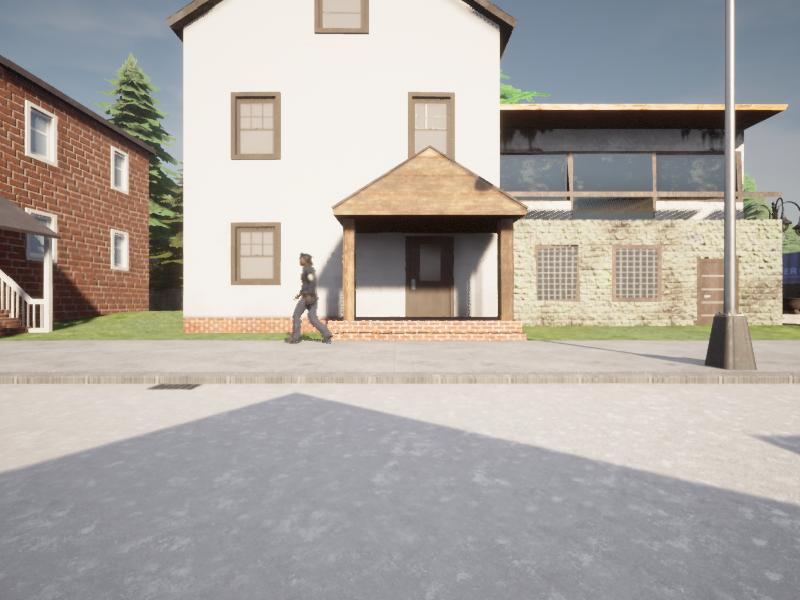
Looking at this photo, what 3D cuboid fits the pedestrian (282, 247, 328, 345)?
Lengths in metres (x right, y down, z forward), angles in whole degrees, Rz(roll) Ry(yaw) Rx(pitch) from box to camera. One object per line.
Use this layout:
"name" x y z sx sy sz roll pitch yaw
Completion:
"pedestrian" -1.871 -0.067 7.971 0.751 1.860 0.751 0 0 0

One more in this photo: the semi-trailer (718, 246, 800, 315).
"semi-trailer" 26.915 -1.218 24.891 2.717 4.402 14.254 0 0 -1

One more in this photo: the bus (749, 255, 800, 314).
"bus" 30.871 -1.134 27.999 3.944 4.253 10.273 0 0 0
